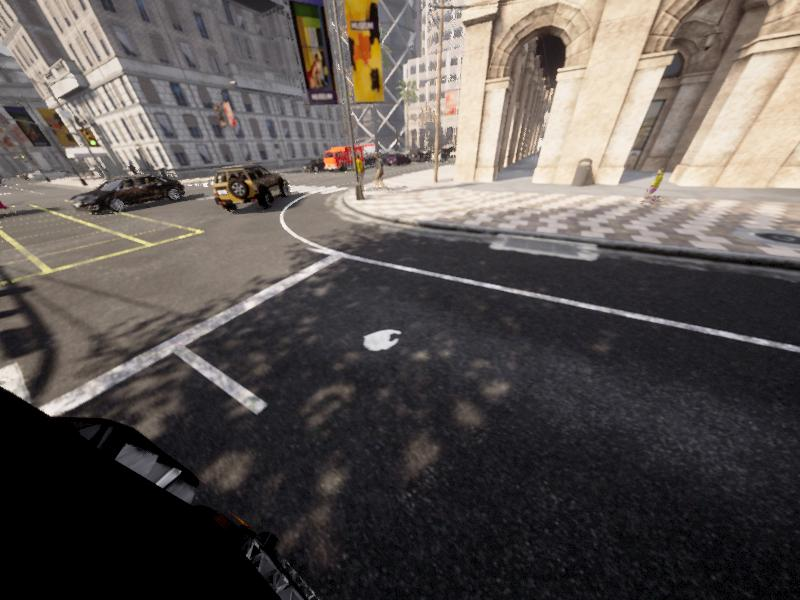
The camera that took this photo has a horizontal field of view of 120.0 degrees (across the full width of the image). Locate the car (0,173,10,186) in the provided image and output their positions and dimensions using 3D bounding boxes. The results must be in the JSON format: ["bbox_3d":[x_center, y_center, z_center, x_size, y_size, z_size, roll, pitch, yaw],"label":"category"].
[{"bbox_3d":[-57.739,-16.639,32.120,1.882,1.535,5.008,-27,40,-31],"label":"car"}]

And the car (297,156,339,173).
[{"bbox_3d":[-10.248,-17.178,29.293,1.837,1.490,4.892,15,38,25],"label":"car"}]

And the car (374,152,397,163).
[{"bbox_3d":[-2.483,-25.034,40.647,1.994,1.385,4.181,17,38,27],"label":"car"}]

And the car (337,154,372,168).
[{"bbox_3d":[-6.687,-20.813,34.587,2.033,1.411,5.357,15,38,25],"label":"car"}]

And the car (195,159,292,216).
[{"bbox_3d":[-7.320,-5.815,11.594,1.932,1.855,4.605,-7,34,-3],"label":"car"}]

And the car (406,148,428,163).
[{"bbox_3d":[2.752,-22.721,36.282,1.905,1.878,3.866,15,38,25],"label":"car"}]

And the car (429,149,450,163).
[{"bbox_3d":[6.063,-21.990,35.252,1.845,1.501,3.633,16,38,26],"label":"car"}]

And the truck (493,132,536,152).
[{"bbox_3d":[28.258,-39.099,57.237,8.468,3.827,2.891,-4,34,-2],"label":"truck"}]

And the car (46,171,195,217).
[{"bbox_3d":[-14.804,-6.000,12.797,1.837,1.490,4.892,5,34,13],"label":"car"}]

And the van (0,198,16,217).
[{"bbox_3d":[-22.690,-4.526,10.742,1.775,1.987,4.442,15,38,25],"label":"van"}]

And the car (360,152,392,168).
[{"bbox_3d":[-3.345,-20.379,33.451,1.930,1.638,5.238,15,38,25],"label":"car"}]

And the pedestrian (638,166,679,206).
[{"bbox_3d":[8.608,-3.814,7.727,0.500,1.100,0.500,24,42,35],"label":"pedestrian"}]

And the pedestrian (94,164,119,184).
[{"bbox_3d":[-31.813,-13.697,25.065,0.751,1.860,0.751,12,36,21],"label":"pedestrian"}]

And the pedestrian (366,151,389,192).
[{"bbox_3d":[-1.177,-6.883,12.423,0.751,1.860,0.751,23,41,33],"label":"pedestrian"}]

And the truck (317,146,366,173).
[{"bbox_3d":[-6.882,-17.100,28.037,2.627,2.467,5.204,15,37,25],"label":"truck"}]

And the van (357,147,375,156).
[{"bbox_3d":[-11.802,-51.918,80.793,5.915,2.561,1.988,1,34,6],"label":"van"}]

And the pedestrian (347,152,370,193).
[{"bbox_3d":[-2.192,-6.848,12.449,0.751,1.860,0.751,6,35,13],"label":"pedestrian"}]

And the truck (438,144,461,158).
[{"bbox_3d":[10.107,-30.288,46.931,2.390,2.098,6.274,16,38,26],"label":"truck"}]

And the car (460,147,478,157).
[{"bbox_3d":[14.000,-29.987,46.814,2.033,1.411,5.357,16,38,26],"label":"car"}]

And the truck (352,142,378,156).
[{"bbox_3d":[-12.605,-54.429,83.507,8.468,3.827,2.891,1,34,6],"label":"truck"}]

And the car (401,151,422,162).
[{"bbox_3d":[2.065,-25.725,41.337,1.994,1.385,4.181,16,38,26],"label":"car"}]

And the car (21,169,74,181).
[{"bbox_3d":[-60.972,-21.740,40.141,1.812,1.442,4.674,2,34,8],"label":"car"}]

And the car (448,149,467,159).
[{"bbox_3d":[10.444,-26.323,41.655,1.895,1.301,4.718,16,38,26],"label":"car"}]

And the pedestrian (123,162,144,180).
[{"bbox_3d":[-32.986,-15.988,28.610,0.751,1.860,0.751,15,37,25],"label":"pedestrian"}]

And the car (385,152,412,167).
[{"bbox_3d":[-0.165,-19.583,32.155,1.816,1.474,4.193,15,38,25],"label":"car"}]

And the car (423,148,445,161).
[{"bbox_3d":[6.081,-26.022,41.226,1.930,1.638,5.238,16,38,26],"label":"car"}]

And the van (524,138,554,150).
[{"bbox_3d":[37.400,-41.928,62.056,6.366,2.431,2.351,16,38,26],"label":"van"}]
